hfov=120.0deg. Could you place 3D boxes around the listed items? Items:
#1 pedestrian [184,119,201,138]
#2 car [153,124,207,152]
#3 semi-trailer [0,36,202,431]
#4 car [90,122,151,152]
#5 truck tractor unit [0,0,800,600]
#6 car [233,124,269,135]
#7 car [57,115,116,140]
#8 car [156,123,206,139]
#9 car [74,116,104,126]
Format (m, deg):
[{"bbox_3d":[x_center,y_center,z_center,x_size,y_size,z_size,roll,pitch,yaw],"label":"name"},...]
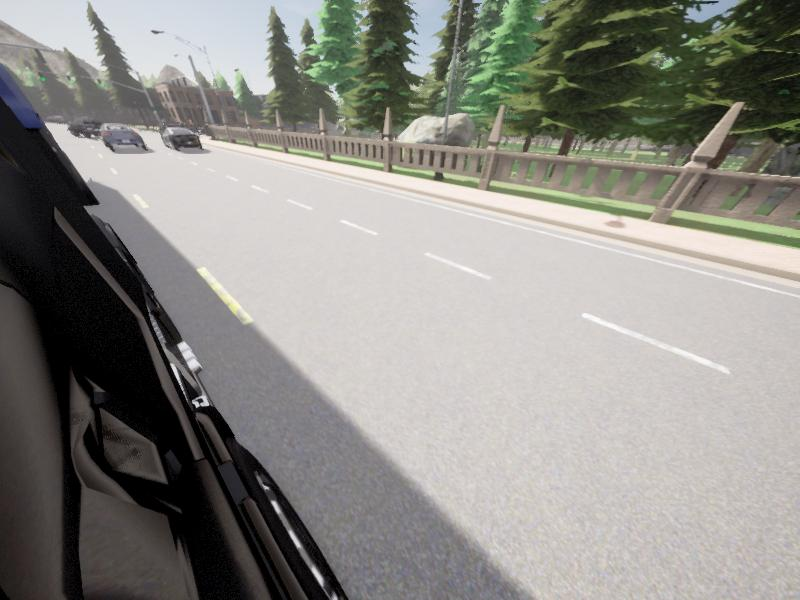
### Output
[{"bbox_3d":[-26.418,-21.816,29.425,0.751,1.860,0.751,14,38,14],"label":"pedestrian"},{"bbox_3d":[-18.738,-13.815,19.646,5.238,1.638,1.930,29,44,31],"label":"car"},{"bbox_3d":[-8.738,-3.572,4.196,14.254,4.402,2.717,28,43,29],"label":"semi-trailer"},{"bbox_3d":[-21.909,-12.789,18.075,5.027,1.651,2.152,29,44,31],"label":"car"},{"bbox_3d":[-2.645,-0.295,0.351,6.516,4.208,3.053,28,44,30],"label":"truck tractor unit"},{"bbox_3d":[-29.036,-33.330,45.269,1.801,1.575,5.366,29,44,31],"label":"car"},{"bbox_3d":[-33.847,-18.665,24.990,4.605,1.855,1.932,18,38,18],"label":"car"},{"bbox_3d":[-29.288,-22.784,31.128,2.128,1.511,4.902,1,37,-1],"label":"car"},{"bbox_3d":[-69.912,-40.255,51.953,4.611,1.667,2.242,15,38,16],"label":"car"}]
